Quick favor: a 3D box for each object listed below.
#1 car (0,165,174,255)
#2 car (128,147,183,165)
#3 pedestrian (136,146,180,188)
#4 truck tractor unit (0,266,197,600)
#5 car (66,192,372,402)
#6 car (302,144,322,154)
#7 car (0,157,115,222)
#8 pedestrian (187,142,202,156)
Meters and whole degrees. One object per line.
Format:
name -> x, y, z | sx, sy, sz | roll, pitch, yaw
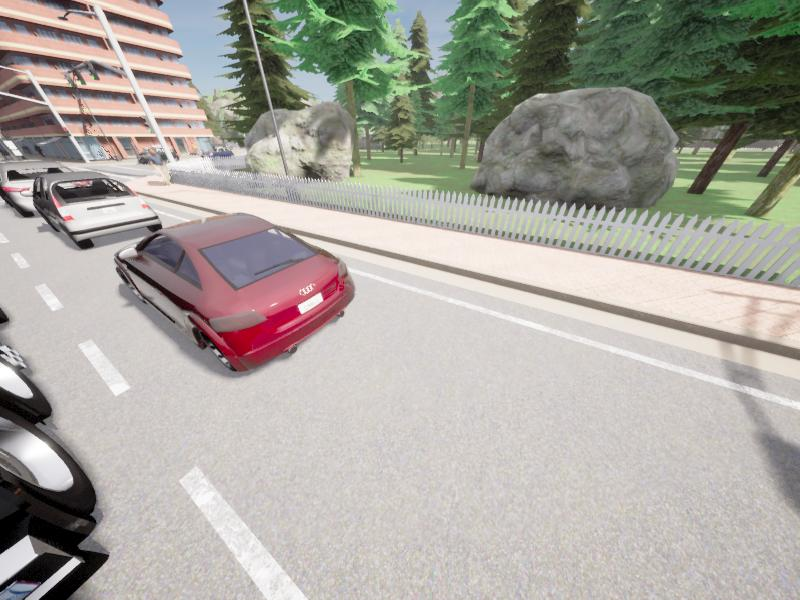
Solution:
car -> -8.951, -2.776, 6.637 | 3.988, 1.617, 1.851 | 18, 39, 25
car -> -27.801, -16.521, 26.441 | 1.789, 1.549, 3.705 | 11, 36, 15
pedestrian -> -12.941, -7.162, 12.428 | 0.751, 1.860, 0.751 | 18, 39, 25
truck tractor unit -> -5.114, -0.298, 0.774 | 6.516, 4.208, 3.053 | 18, 39, 24
car -> -2.772, -0.597, 3.674 | 4.181, 1.385, 1.994 | 20, 40, 26
car -> -17.616, -30.410, 46.422 | 2.033, 1.411, 5.357 | -1, 35, -1
car -> -14.321, -4.615, 9.259 | 4.611, 1.667, 2.242 | 19, 39, 25
pedestrian -> -31.486, -23.175, 35.434 | 0.751, 1.860, 0.751 | 5, 35, 8
